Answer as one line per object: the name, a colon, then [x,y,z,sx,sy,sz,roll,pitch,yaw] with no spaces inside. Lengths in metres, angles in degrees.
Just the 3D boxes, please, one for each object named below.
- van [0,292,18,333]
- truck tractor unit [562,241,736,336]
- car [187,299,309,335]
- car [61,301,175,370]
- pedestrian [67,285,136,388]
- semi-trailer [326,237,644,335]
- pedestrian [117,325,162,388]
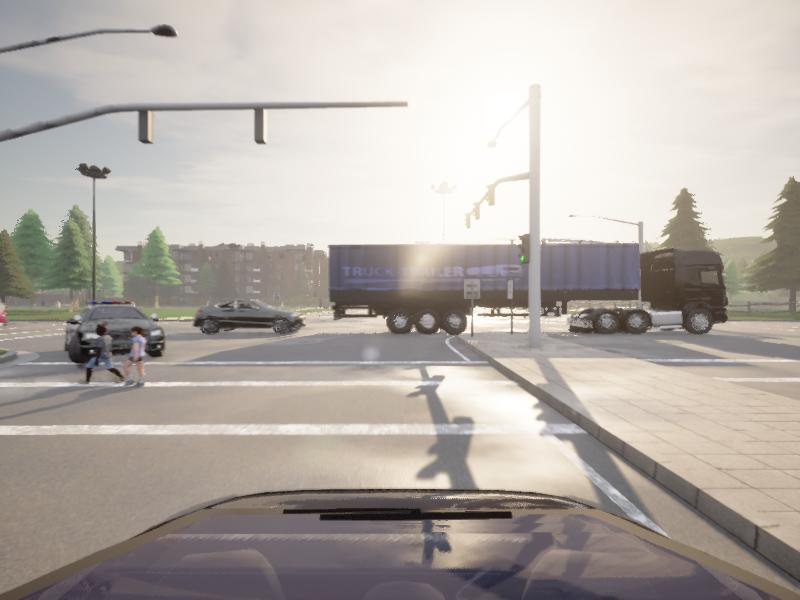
van: [-21.280,0.592,19.048,4.442,1.987,1.775,0,0,-1]
truck tractor unit: [11.742,-0.528,19.380,6.516,4.208,3.053,0,0,-1]
car: [-7.134,0.774,19.198,5.027,1.651,2.152,0,0,-1]
car: [-8.398,0.822,11.691,2.038,1.542,4.974,0,0,-43]
pedestrian: [-5.634,0.663,7.587,0.751,1.860,0.751,0,0,0]
semi-trailer: [3.829,-0.623,19.311,14.254,4.402,2.717,0,0,0]
pedestrian: [-4.762,1.015,7.332,0.500,1.100,0.500,0,0,0]
